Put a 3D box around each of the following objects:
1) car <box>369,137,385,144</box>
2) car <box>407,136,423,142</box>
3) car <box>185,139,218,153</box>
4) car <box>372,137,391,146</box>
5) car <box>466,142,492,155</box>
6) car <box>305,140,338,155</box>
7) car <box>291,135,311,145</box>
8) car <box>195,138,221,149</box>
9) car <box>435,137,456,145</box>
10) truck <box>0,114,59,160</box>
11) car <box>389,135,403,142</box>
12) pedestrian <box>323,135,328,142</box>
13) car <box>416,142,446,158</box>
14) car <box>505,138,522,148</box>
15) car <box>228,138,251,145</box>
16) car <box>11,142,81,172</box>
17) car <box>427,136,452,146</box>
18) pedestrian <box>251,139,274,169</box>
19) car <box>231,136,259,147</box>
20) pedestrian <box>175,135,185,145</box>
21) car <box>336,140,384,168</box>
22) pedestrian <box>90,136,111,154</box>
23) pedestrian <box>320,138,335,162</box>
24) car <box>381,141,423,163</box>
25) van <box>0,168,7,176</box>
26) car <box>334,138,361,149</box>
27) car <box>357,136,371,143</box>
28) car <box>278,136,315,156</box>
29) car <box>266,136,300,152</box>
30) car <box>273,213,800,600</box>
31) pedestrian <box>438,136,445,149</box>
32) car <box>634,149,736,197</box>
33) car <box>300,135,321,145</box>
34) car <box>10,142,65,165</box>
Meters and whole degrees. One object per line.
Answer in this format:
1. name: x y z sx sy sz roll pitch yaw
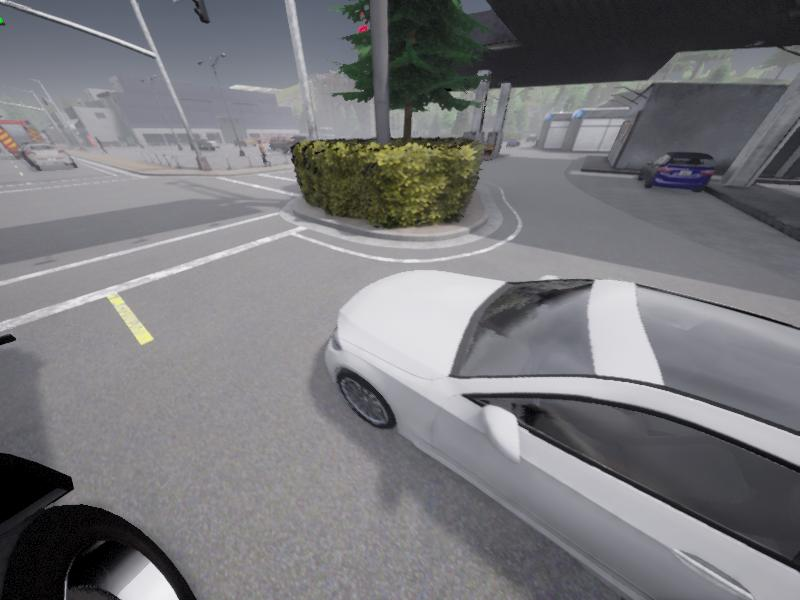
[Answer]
1. car: -6.145 -42.943 62.046 3.806 1.475 1.970 22 41 27
2. car: 4.967 -52.960 76.084 4.792 1.488 2.163 22 41 27
3. car: -29.503 -22.970 34.331 4.514 1.523 2.007 22 41 27
4. car: -3.929 -33.556 48.945 3.633 1.501 1.845 22 41 27
5. car: 11.189 -21.469 32.603 1.994 1.385 4.181 22 41 28
6. car: -10.326 -20.142 30.477 3.806 1.475 1.970 22 41 27
7. car: -22.552 -36.636 52.839 3.866 1.878 1.905 22 41 27
8. car: -33.216 -27.133 39.987 3.806 1.475 1.970 22 41 27
9. car: 10.864 -38.236 55.415 4.514 1.523 2.007 22 41 27
10. truck: -42.885 -18.339 25.992 8.468 3.827 2.891 22 41 28
11. car: -1.380 -55.632 79.457 4.605 1.855 1.932 22 41 27
12. pedestrian: -21.997 -47.521 67.978 0.751 1.860 0.751 22 41 27
13. car: 3.924 -19.005 29.122 1.970 1.475 3.806 22 41 28
14. car: 22.603 -31.075 45.770 1.816 1.474 4.193 22 41 28
15. car: -40.069 -39.628 57.737 1.816 1.474 4.193 22 41 28
16. car: -27.796 -11.337 18.145 5.027 1.651 2.152 22 41 27
17. car: 9.122 -36.713 53.296 5.027 1.636 2.152 22 41 27
18. pedestrian: -10.581 -11.286 17.852 0.751 1.860 0.751 21 41 27
19. car: -29.831 -30.401 44.364 5.027 1.636 2.152 22 41 27
20. pedestrian: -50.057 -36.355 52.606 0.751 1.860 0.751 23 42 28
21. car: -3.407 -13.034 20.527 1.905 1.878 3.866 22 41 28
22. pedestrian: -37.472 -19.405 28.917 0.751 1.860 0.751 26 43 31
23. pedestrian: -6.964 -14.375 22.116 0.751 1.860 0.751 21 41 27
24. car: 0.297 -16.028 24.883 2.033 1.649 4.856 22 41 28
25. van: -28.007 -9.033 14.601 4.480 2.038 2.069 19 40 24
26. car: -9.649 -28.766 42.297 4.514 1.523 2.007 22 41 27
27. car: -10.552 -46.856 67.451 3.633 1.501 1.845 22 41 27
28. car: -12.721 -18.971 28.378 3.866 1.878 1.905 22 41 27
29. car: -17.321 -23.155 34.213 4.605 1.855 1.932 22 41 27
30. car: 1.466 0.698 1.703 4.674 1.442 1.812 23 41 27
31. pedestrian: 6.843 -26.181 38.411 0.751 1.860 0.751 22 41 27
32. car: 14.930 -7.081 12.549 2.242 1.667 4.611 22 41 27
33. car: -21.238 -38.159 54.977 4.605 1.855 1.932 22 41 27
34. car: -33.987 -13.791 21.632 4.974 1.542 2.038 22 41 28
